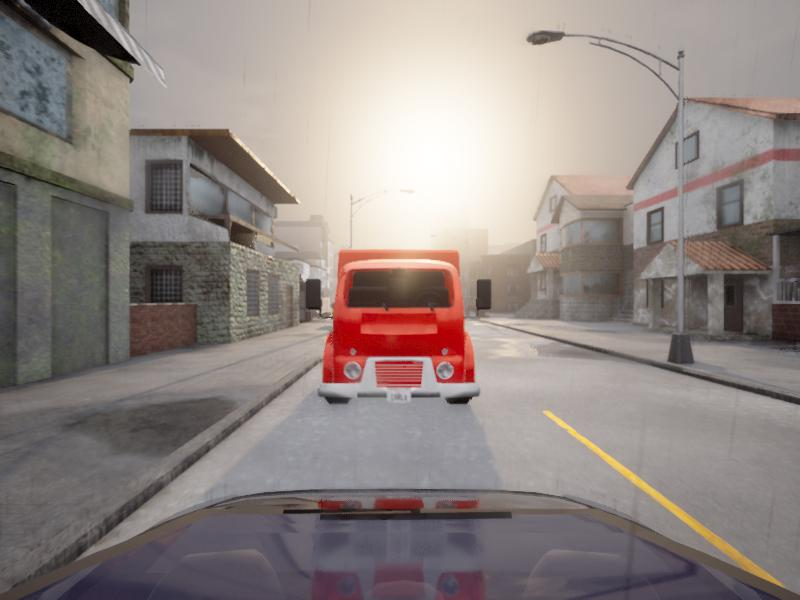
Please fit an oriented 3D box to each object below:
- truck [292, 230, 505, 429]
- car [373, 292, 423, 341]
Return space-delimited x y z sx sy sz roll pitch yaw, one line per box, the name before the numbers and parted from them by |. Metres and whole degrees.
truck | -0.030 0.343 7.550 2.627 2.467 5.204 0 0 0
car | -0.088 0.628 17.275 1.905 1.878 3.866 0 0 0
